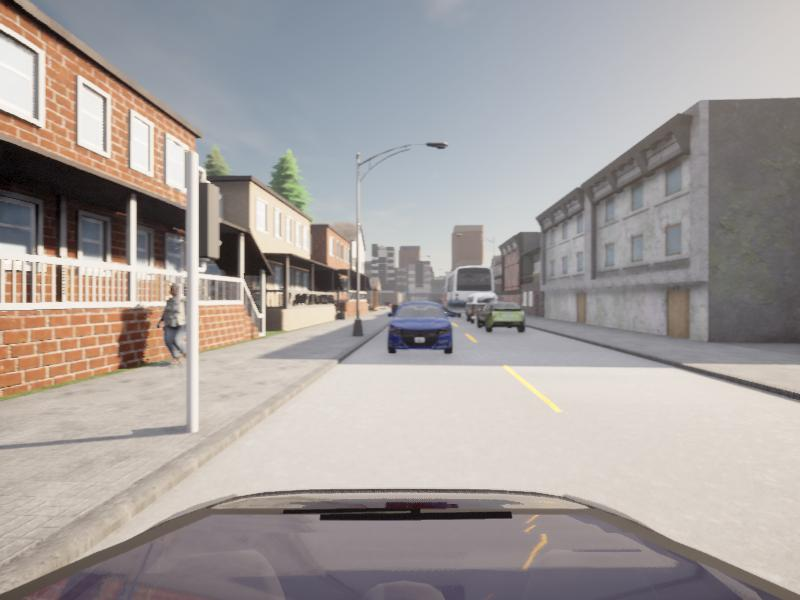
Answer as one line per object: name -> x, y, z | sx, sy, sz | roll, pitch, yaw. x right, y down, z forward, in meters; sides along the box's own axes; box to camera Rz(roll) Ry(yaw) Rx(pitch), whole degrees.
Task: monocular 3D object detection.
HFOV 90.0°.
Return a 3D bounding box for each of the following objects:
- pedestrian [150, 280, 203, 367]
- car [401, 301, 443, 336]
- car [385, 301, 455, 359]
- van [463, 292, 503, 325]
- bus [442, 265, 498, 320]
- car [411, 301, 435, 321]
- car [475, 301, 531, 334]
pedestrian -> -5.003, 0.504, 9.008 | 0.751, 1.860, 0.751 | 0, 0, 4
car -> 1.103, 0.816, 20.001 | 1.837, 1.490, 4.892 | 0, 1, 4
car -> 0.691, 0.805, 13.313 | 1.882, 1.535, 5.008 | 0, 0, 4
van -> 5.562, 0.541, 27.271 | 2.069, 2.038, 4.480 | 0, 0, 4
bus -> 6.003, -0.576, 36.374 | 3.944, 4.253, 10.273 | 0, 0, 3
car -> 1.820, 0.813, 31.590 | 1.816, 1.474, 4.193 | 0, 0, 4
car -> 5.139, 0.807, 20.601 | 2.007, 1.525, 4.514 | 0, 0, 4
